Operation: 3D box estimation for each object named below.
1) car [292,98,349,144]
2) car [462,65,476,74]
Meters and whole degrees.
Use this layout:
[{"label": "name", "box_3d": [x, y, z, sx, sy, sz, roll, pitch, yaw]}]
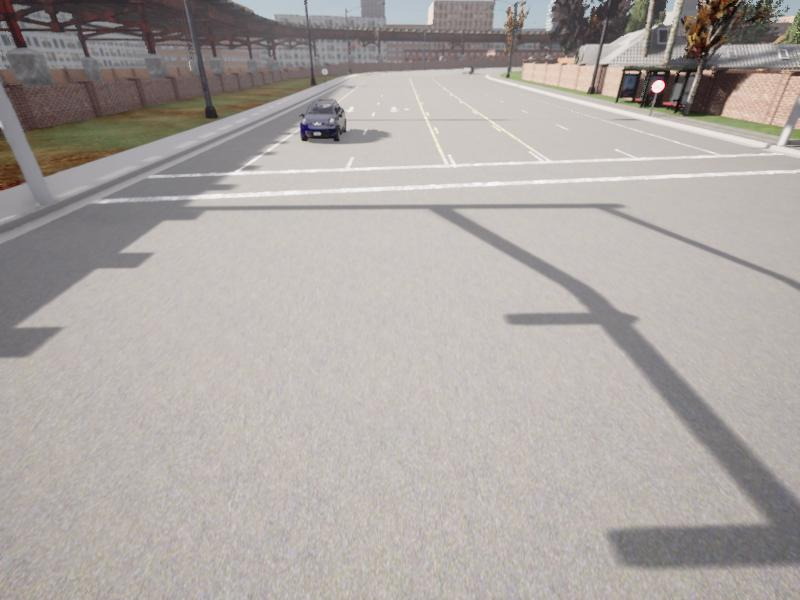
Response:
[{"label": "car", "box_3d": [-3.509, -8.282, 18.375, 1.845, 1.501, 3.633, 0, 31, 0]}, {"label": "car", "box_3d": [13.966, -46.474, 80.725, 1.845, 1.501, 3.633, 12, 33, 19]}]
